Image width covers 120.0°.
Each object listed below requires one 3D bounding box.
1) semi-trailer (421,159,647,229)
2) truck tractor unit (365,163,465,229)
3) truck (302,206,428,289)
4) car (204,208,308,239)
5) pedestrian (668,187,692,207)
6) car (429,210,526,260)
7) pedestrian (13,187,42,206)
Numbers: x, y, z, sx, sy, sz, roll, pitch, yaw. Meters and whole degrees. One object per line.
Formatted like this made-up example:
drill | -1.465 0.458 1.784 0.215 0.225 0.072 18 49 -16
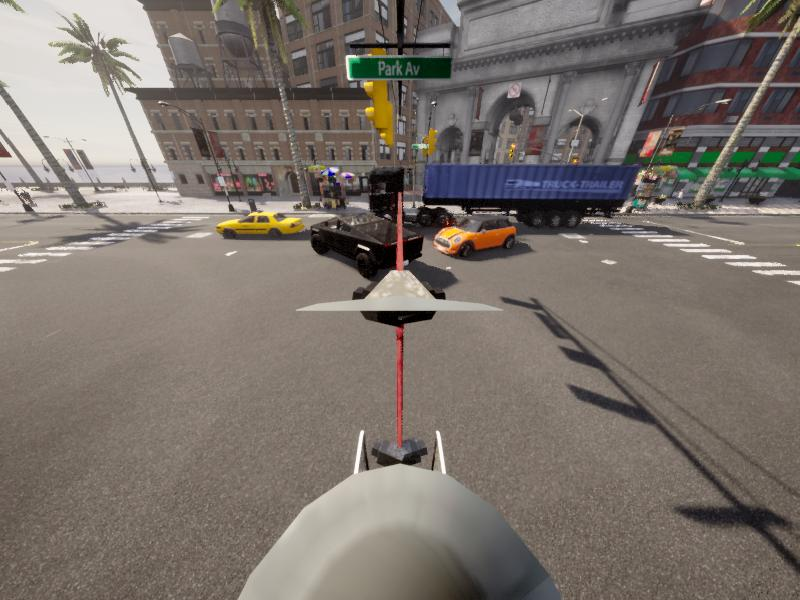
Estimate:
semi-trailer | 8.866 -7.909 17.283 14.254 4.402 2.717 0 30 1
truck tractor unit | 0.952 -7.882 17.427 6.516 4.208 3.053 1 30 0
truck | -1.932 -2.877 10.891 2.390 2.098 6.274 -25 38 -36
car | -9.196 -5.041 15.154 5.366 1.575 1.801 0 30 1
pedestrian | 30.644 -11.267 25.308 0.751 1.860 0.751 2 30 3
car | 4.137 -3.687 12.597 4.553 1.767 2.097 -14 33 -22
pedestrian | -41.219 -11.428 25.587 0.751 1.860 0.751 1 30 2
